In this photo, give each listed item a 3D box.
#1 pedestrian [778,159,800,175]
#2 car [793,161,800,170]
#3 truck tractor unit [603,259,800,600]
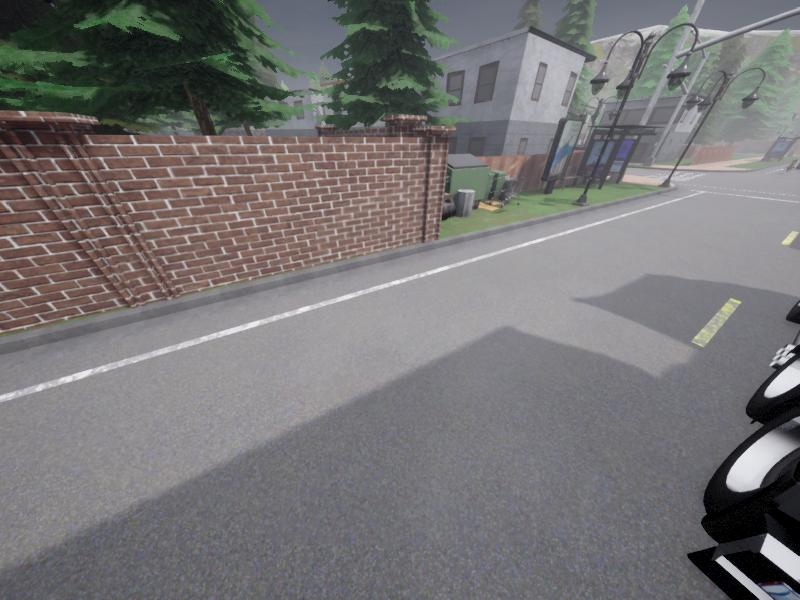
[{"bbox_3d":[31.195,-10.638,18.495,0.500,1.100,0.500,-23,41,-30],"label":"pedestrian"},{"bbox_3d":[40.926,-13.684,22.153,5.566,2.045,2.150,-18,39,-25],"label":"car"},{"bbox_3d":[5.101,-0.311,0.793,6.516,4.208,3.053,-19,39,-24],"label":"truck tractor unit"}]
